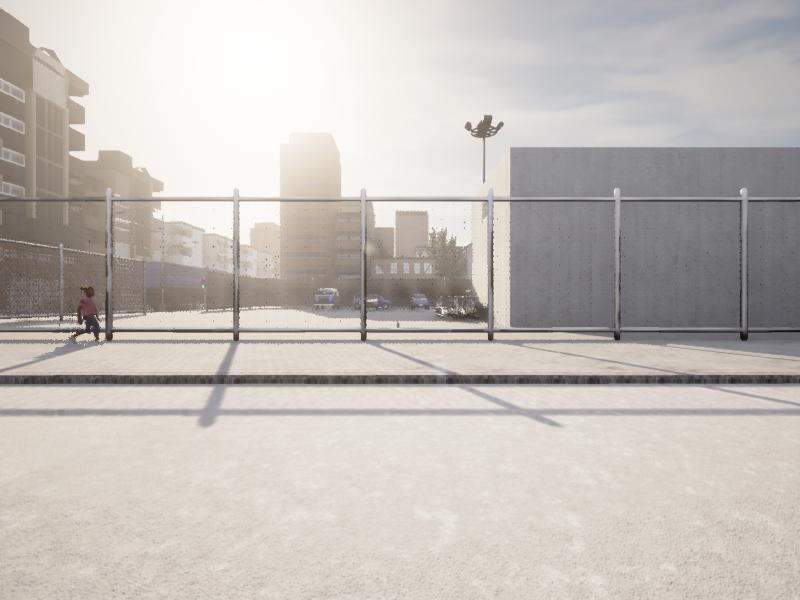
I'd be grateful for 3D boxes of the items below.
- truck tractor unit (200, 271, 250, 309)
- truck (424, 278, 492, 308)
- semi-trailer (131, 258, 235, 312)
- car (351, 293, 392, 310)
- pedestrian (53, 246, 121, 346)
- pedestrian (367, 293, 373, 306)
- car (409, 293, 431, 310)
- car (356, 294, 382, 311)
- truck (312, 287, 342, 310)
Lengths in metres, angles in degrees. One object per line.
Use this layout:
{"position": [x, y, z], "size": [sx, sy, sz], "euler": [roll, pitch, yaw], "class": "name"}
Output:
{"position": [-20.713, -1.120, 47.775], "size": [3.053, 4.208, 6.516], "euler": [0, 0, 0], "class": "truck tractor unit"}
{"position": [7.384, -0.922, 52.017], "size": [8.468, 3.827, 2.891], "euler": [0, 0, 0], "class": "truck"}
{"position": [-20.697, -1.217, 39.864], "size": [2.717, 4.402, 14.254], "euler": [0, 0, 0], "class": "semi-trailer"}
{"position": [-2.600, 0.146, 37.405], "size": [3.705, 1.547, 1.789], "euler": [0, 0, 0], "class": "car"}
{"position": [-6.126, -0.075, 7.876], "size": [0.751, 1.860, 0.751], "euler": [0, 0, 0], "class": "pedestrian"}
{"position": [-4.361, -0.075, 57.443], "size": [0.751, 1.860, 0.751], "euler": [0, 0, 3], "class": "pedestrian"}
{"position": [1.852, 0.156, 37.981], "size": [1.845, 1.501, 3.633], "euler": [0, 0, 0], "class": "car"}
{"position": [-2.827, 0.218, 37.564], "size": [2.033, 1.415, 5.357], "euler": [0, 0, 0], "class": "car"}
{"position": [-6.788, -0.094, 37.725], "size": [2.069, 2.038, 4.478], "euler": [0, 0, 0], "class": "truck"}
